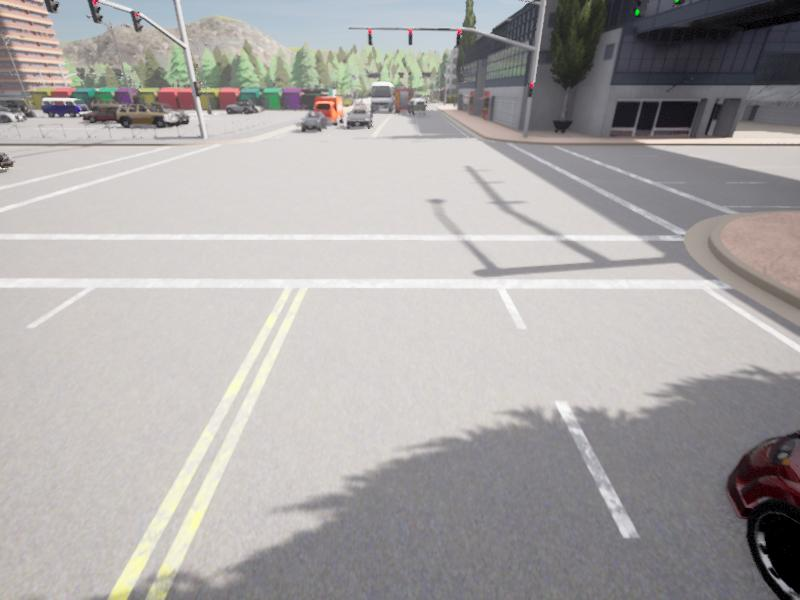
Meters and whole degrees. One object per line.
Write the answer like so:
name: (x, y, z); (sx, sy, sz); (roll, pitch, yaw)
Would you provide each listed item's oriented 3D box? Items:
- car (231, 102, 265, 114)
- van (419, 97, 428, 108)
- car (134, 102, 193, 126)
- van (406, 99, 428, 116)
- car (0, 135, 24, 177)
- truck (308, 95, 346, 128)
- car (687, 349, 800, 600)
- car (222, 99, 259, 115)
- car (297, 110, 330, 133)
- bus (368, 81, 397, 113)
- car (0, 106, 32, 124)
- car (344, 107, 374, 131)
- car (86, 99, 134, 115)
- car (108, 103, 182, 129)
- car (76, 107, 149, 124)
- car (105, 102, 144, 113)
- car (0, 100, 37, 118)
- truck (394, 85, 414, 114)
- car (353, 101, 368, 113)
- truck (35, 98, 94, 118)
car: (-21.399, -27.114, 56.481); (3.806, 1.475, 1.970); (0, 28, 0)
van: (4.729, -39.829, 80.650); (1.775, 1.987, 4.442); (1, 28, 1)
car: (-21.394, -16.907, 36.407); (3.866, 1.878, 1.905); (0, 28, 0)
van: (2.346, -26.975, 55.936); (2.069, 2.038, 4.480); (-5, 27, -10)
car: (-18.332, -5.486, 15.389); (5.357, 1.411, 2.033); (0, 28, -1)
truck: (-7.010, -18.463, 39.077); (2.627, 2.467, 5.204); (1, 30, 1)
car: (3.495, 1.926, 1.306); (1.994, 1.385, 4.181); (0, 28, 0)
car: (-21.412, -25.986, 53.804); (3.866, 1.878, 1.905); (0, 28, 0)
car: (-7.121, -14.889, 33.308); (1.845, 1.501, 3.633); (0, 28, 0)
bus: (-2.621, -32.666, 64.440); (3.944, 4.253, 10.273); (1, 28, 1)
car: (-38.859, -17.985, 38.916); (3.806, 1.475, 1.970); (0, 28, 0)
car: (-3.587, -16.395, 36.106); (2.152, 1.651, 5.027); (0, 28, 0)
car: (-38.932, -26.018, 53.784); (4.605, 1.855, 1.932); (0, 28, 0)
car: (-21.452, -15.571, 33.840); (4.605, 1.855, 1.932); (0, 28, 0)
car: (-27.833, -17.972, 38.922); (5.357, 1.415, 2.033); (0, 28, 0)
car: (-38.865, -27.171, 56.449); (3.905, 1.438, 1.784); (0, 28, 0)
car: (-45.263, -22.224, 46.493); (3.866, 1.878, 1.905); (0, 28, 0)
truck: (0.734, -31.923, 63.492); (2.891, 3.827, 8.468); (1, 28, 1)
car: (-6.276, -30.928, 64.029); (1.801, 1.575, 5.366); (1, 28, 1)
truck: (-38.883, -22.300, 46.455); (4.478, 2.038, 2.069); (0, 28, 0)
